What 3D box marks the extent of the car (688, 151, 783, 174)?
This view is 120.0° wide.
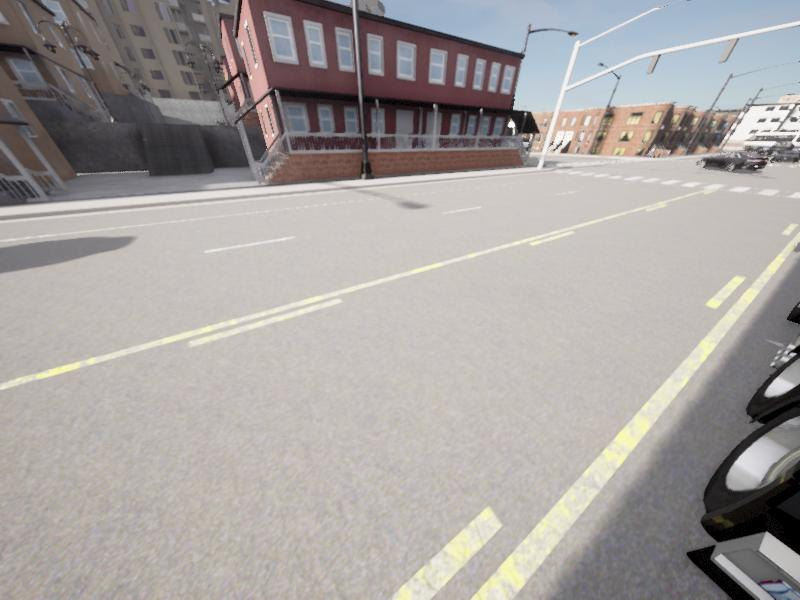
[{"bbox_3d":[30.425,-12.785,21.326,2.128,1.511,4.902,6,35,7],"label":"car"}]

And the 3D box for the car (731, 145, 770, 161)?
[{"bbox_3d":[50.771,-21.339,33.484,4.605,1.855,1.932,-18,39,-25],"label":"car"}]

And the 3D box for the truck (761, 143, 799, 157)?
[{"bbox_3d":[71.071,-28.107,43.199,6.274,2.098,2.390,-18,39,-25],"label":"truck"}]

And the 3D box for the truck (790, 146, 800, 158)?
[{"bbox_3d":[70.306,-25.540,39.504,6.274,2.098,2.390,-18,39,-25],"label":"truck"}]

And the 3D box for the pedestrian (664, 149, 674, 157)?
[{"bbox_3d":[43.567,-23.878,37.444,0.500,1.100,0.500,-20,40,-27],"label":"pedestrian"}]

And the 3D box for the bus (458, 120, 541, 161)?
[{"bbox_3d":[13.742,-23.079,33.561,3.944,4.253,10.273,-18,39,-25],"label":"bus"}]

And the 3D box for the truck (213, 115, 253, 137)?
[{"bbox_3d":[-33.823,-35.212,47.001,6.274,2.098,2.390,-7,34,-32],"label":"truck"}]

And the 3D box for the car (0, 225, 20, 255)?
[{"bbox_3d":[-11.116,-0.954,3.695,4.553,1.767,2.097,-18,39,-25],"label":"car"}]

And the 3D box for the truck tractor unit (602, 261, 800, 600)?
[{"bbox_3d":[5.105,-0.307,0.788,6.516,4.208,3.053,-19,39,-24],"label":"truck tractor unit"}]
